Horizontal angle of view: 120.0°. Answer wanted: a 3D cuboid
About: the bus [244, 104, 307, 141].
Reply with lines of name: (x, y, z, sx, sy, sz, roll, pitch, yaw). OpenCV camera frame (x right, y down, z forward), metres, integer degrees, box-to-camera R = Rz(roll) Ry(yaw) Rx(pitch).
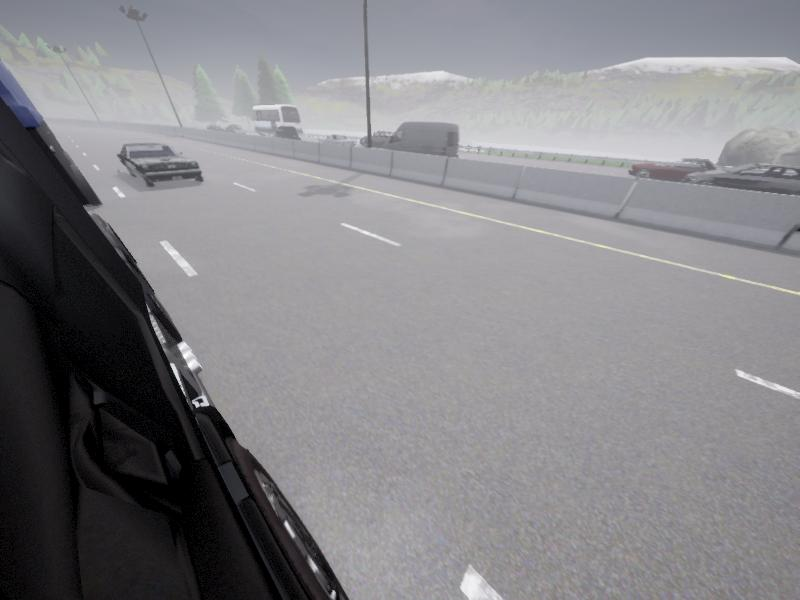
bus: (-20.124, -28.621, 37.302, 10.273, 4.253, 3.944, 28, 44, 30)

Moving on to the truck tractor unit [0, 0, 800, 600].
truck tractor unit: (-2.645, -0.295, 0.351, 6.516, 4.208, 3.053, 28, 44, 30)

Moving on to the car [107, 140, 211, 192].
car: (-10.267, -5.836, 9.796, 4.718, 1.301, 1.895, 28, 43, 30)

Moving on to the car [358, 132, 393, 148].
car: (-3.257, -21.377, 30.854, 4.514, 1.525, 2.007, 28, 44, 30)

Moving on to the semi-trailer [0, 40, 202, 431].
semi-trailer: (-8.725, -3.569, 4.227, 14.254, 4.402, 2.717, 28, 43, 30)

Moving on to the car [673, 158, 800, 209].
car: (16.241, -5.536, 10.794, 4.193, 1.474, 1.816, 28, 44, 30)

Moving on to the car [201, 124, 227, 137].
car: (-29.898, -27.283, 37.196, 3.705, 1.549, 1.789, 27, 43, 29)

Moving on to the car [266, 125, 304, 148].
car: (-12.925, -18.458, 26.069, 3.866, 1.878, 1.905, 28, 44, 30)

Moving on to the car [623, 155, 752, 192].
car: (16.928, -7.834, 14.065, 4.718, 1.301, 1.895, 28, 44, 30)

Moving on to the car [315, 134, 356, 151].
car: (-7.396, -18.013, 26.294, 4.718, 1.301, 1.895, 28, 44, 30)

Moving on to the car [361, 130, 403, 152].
car: (-2.083, -18.162, 26.317, 4.605, 1.855, 1.932, 28, 44, 30)

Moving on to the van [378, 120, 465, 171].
van: (1.255, -11.199, 16.622, 5.915, 2.561, 1.988, 28, 44, 30)

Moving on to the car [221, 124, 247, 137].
car: (-28.840, -29.443, 40.108, 3.988, 1.617, 1.851, 27, 43, 29)
